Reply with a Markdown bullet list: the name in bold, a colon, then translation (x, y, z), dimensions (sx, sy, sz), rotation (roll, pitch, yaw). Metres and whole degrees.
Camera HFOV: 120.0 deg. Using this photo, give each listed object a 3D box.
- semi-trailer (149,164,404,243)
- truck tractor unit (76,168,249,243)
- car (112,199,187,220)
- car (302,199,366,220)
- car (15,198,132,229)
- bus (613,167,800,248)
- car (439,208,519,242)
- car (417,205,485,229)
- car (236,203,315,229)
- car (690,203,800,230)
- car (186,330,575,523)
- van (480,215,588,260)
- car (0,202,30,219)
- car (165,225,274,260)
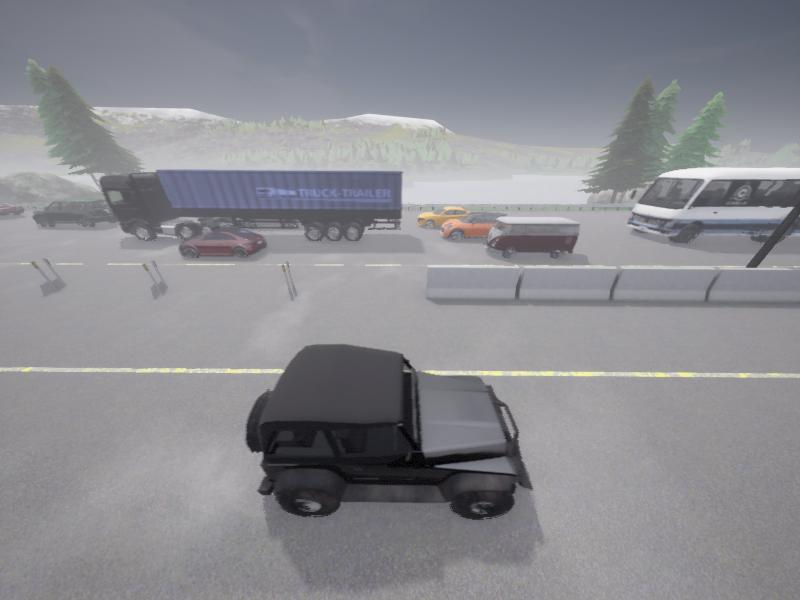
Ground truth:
- **semi-trailer**: translation (-6.889, -6.327, 15.144), dimensions (14.254, 4.402, 2.717), rotation (0, 30, 1)
- **truck tractor unit**: translation (-14.805, -6.277, 15.257), dimensions (6.516, 4.208, 3.053), rotation (0, 30, 0)
- **car**: translation (-23.761, -8.660, 22.079), dimensions (4.514, 1.525, 2.007), rotation (0, 30, 0)
- **car**: translation (-6.118, -8.590, 21.906), dimensions (5.366, 1.575, 1.801), rotation (0, 30, 0)
- **car**: translation (-26.435, -7.147, 18.942), dimensions (5.566, 2.045, 2.150), rotation (1, 30, 0)
- **bus**: translation (21.388, -6.043, 14.822), dimensions (10.273, 4.253, 3.944), rotation (0, 30, 0)
- **car**: translation (5.141, -5.124, 15.688), dimensions (4.553, 1.767, 2.097), rotation (0, 30, 0)
- **car**: translation (4.002, -6.769, 18.793), dimensions (5.008, 1.535, 1.882), rotation (0, 30, 1)
- **car**: translation (-9.948, -6.880, 18.898), dimensions (5.027, 1.651, 2.152), rotation (0, 30, 1)
- **car**: translation (27.377, -6.701, 18.540), dimensions (4.611, 1.667, 2.242), rotation (0, 30, 1)
- **car**: translation (-0.196, 1.807, 3.585), dimensions (3.866, 1.878, 1.905), rotation (0, 30, 1)
- **van**: translation (6.999, -3.447, 12.592), dimensions (4.442, 1.987, 1.775), rotation (0, 30, 0)
- **car**: translation (-39.892, -8.645, 22.283), dimensions (4.718, 1.301, 1.895), rotation (0, 30, 1)
- **car**: translation (-9.814, -3.267, 12.898), dimensions (4.181, 1.385, 1.994), rotation (0, 30, 0)
